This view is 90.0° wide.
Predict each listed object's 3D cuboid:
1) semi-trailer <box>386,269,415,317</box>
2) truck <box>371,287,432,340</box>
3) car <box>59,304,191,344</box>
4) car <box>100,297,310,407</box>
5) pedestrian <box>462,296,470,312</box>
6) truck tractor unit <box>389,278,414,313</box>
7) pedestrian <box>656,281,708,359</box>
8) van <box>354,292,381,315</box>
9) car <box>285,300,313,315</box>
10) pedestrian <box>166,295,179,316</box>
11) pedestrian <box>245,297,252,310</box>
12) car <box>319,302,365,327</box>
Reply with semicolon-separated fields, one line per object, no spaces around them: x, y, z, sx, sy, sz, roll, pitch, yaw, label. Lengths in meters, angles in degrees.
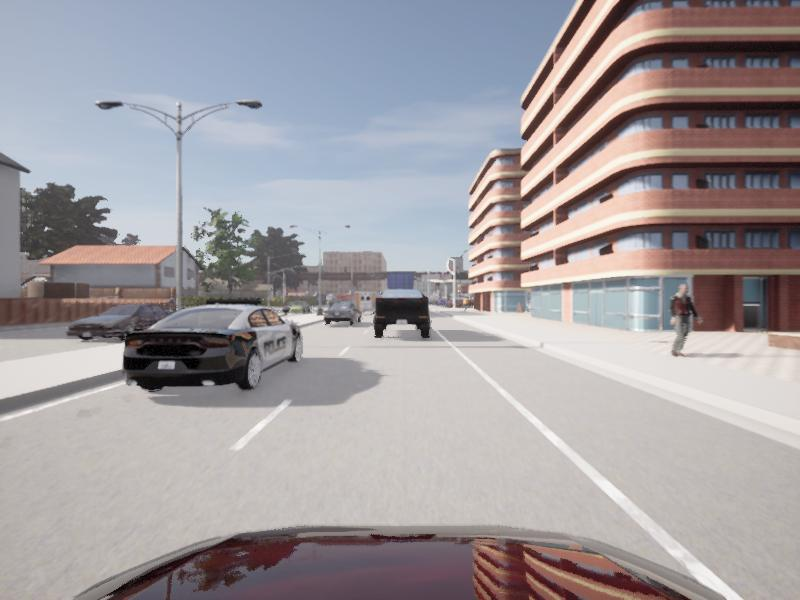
0.100;-0.639;43.845;2.717;4.402;14.254;0;0;0;semi-trailer
0.077;0.533;18.838;2.390;2.098;6.274;0;0;0;truck
-11.468;0.886;17.317;2.033;1.411;5.357;0;0;0;car
-3.484;0.767;8.576;1.930;1.638;5.238;0;0;0;car
7.721;0.452;46.824;0.751;1.860;0.751;0;0;20;pedestrian
0.118;-0.510;51.784;3.053;4.208;6.516;0;-1;-1;truck tractor unit
6.948;0.479;9.878;0.751;1.860;0.751;0;0;-4;pedestrian
-3.558;0.356;44.717;2.351;2.431;6.366;0;0;1;van
-11.374;0.807;45.193;2.007;1.525;4.514;0;0;0;car
-20.572;0.467;36.253;0.751;1.860;0.751;0;0;0;pedestrian
-20.745;0.458;54.665;0.751;1.860;0.751;0;0;-12;pedestrian
-3.668;0.882;26.349;2.033;1.411;5.357;0;0;2;car
